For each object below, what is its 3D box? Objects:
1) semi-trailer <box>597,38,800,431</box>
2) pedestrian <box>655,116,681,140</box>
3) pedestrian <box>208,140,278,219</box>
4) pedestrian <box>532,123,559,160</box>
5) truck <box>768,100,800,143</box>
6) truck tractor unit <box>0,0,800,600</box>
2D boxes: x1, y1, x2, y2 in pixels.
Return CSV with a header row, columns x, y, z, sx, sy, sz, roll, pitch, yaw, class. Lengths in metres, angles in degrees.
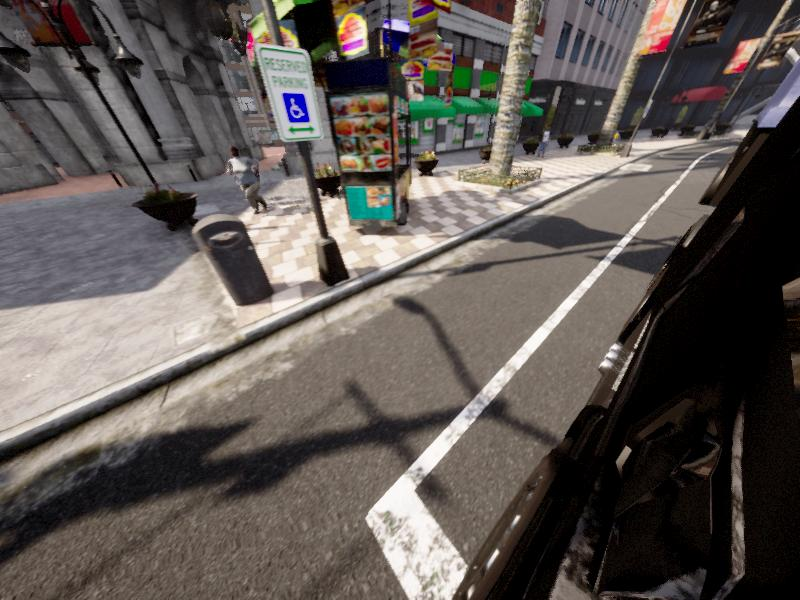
x,y,z,sx,sy,sz,roll,pitch,yaw,class
8.721,-3.588,4.207,14.254,4.402,2.717,-28,44,-30,semi-trailer
26.332,-16.894,22.712,0.751,1.860,0.751,-23,42,-25,pedestrian
-4.334,-3.362,6.547,0.751,1.860,0.751,-1,37,2,pedestrian
9.158,-10.015,14.593,0.751,1.860,0.751,-28,44,-30,pedestrian
35.514,-14.852,18.077,8.468,3.827,2.891,-11,38,-11,truck
2.645,-0.295,0.351,6.516,4.208,3.053,-28,44,-30,truck tractor unit
